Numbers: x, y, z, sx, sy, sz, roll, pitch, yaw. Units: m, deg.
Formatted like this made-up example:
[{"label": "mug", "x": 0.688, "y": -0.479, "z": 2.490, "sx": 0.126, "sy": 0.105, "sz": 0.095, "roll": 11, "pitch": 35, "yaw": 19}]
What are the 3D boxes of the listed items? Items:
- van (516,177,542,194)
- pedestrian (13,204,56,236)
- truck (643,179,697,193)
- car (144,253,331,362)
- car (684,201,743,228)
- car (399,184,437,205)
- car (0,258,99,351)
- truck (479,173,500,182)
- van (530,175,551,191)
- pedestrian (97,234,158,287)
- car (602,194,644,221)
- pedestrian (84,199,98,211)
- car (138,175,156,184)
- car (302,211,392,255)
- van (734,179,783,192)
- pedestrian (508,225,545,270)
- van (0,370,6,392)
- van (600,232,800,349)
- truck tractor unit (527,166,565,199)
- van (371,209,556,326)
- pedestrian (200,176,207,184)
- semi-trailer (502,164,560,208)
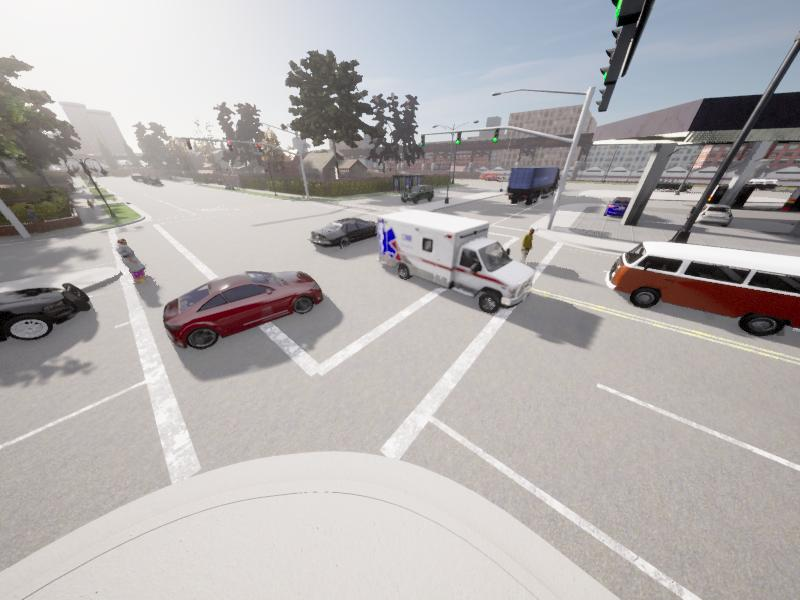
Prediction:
[{"label": "van", "x": 24.013, "y": -21.267, "z": 42.813, "sx": 2.351, "sy": 2.431, "sz": 6.366, "roll": 22, "pitch": 37, "yaw": 34}, {"label": "pedestrian", "x": -24.546, "y": -5.410, "z": 15.577, "sx": 0.751, "sy": 1.860, "sz": 0.751, "roll": 25, "pitch": 38, "yaw": 36}, {"label": "truck", "x": 51.305, "y": -21.842, "z": 44.139, "sx": 6.274, "sy": 2.098, "sz": 2.390, "roll": 24, "pitch": 38, "yaw": 35}, {"label": "car", "x": -4.670, "y": -0.114, "z": 7.235, "sx": 4.181, "sy": 1.385, "sz": 1.994, "roll": -23, "pitch": 37, "yaw": -34}, {"label": "car", "x": 25.999, "y": -7.245, "z": 19.370, "sx": 1.970, "sy": 1.475, "sz": 3.806, "roll": 23, "pitch": 37, "yaw": 34}, {"label": "car", "x": 2.479, "y": -14.378, "z": 31.262, "sx": 2.150, "sy": 2.045, "sz": 5.566, "roll": 23, "pitch": 37, "yaw": 34}, {"label": "car", "x": -11.825, "y": 0.677, "z": 5.591, "sx": 1.930, "sy": 1.638, "sz": 5.238, "roll": 22, "pitch": 37, "yaw": 33}, {"label": "truck", "x": 29.258, "y": -40.207, "z": 75.589, "sx": 5.204, "sy": 2.467, "sz": 2.627, "roll": 23, "pitch": 37, "yaw": 33}, {"label": "van", "x": 29.478, "y": -24.611, "z": 48.497, "sx": 1.988, "sy": 2.561, "sz": 5.915, "roll": 22, "pitch": 37, "yaw": 34}, {"label": "pedestrian", "x": -10.747, "y": -1.567, "z": 9.211, "sx": 0.751, "sy": 1.860, "sz": 0.751, "roll": -16, "pitch": 34, "yaw": -25}, {"label": "car", "x": 21.088, "y": -8.924, "z": 21.955, "sx": 2.242, "sy": 1.667, "sz": 4.611, "roll": 23, "pitch": 37, "yaw": 34}, {"label": "pedestrian", "x": -32.522, "y": -10.005, "z": 24.295, "sx": 0.500, "sy": 1.100, "sz": 0.500, "roll": 23, "pitch": 37, "yaw": 34}, {"label": "car", "x": -71.085, "y": -33.825, "z": 64.815, "sx": 5.566, "sy": 2.045, "sz": 2.150, "roll": 23, "pitch": 37, "yaw": 33}, {"label": "car", "x": -3.083, "y": -4.464, "z": 14.743, "sx": 2.033, "sy": 1.411, "sz": 5.357, "roll": 22, "pitch": 37, "yaw": 34}, {"label": "van", "x": 70.694, "y": -22.711, "z": 45.704, "sx": 4.480, "sy": 2.038, "sz": 2.069, "roll": 24, "pitch": 37, "yaw": 35}, {"label": "pedestrian", "x": 5.804, "y": -2.419, "z": 10.687, "sx": 0.751, "sy": 1.860, "sz": 0.751, "roll": -10, "pitch": 31, "yaw": -16}, {"label": "van", "x": -9.807, "y": 2.057, "z": 2.804, "sx": 2.069, "sy": 2.038, "sz": 4.480, "roll": 22, "pitch": 37, "yaw": 34}, {"label": "van", "x": 9.670, "y": -0.596, "z": 7.398, "sx": 4.480, "sy": 2.038, "sz": 2.069, "roll": 21, "pitch": 36, "yaw": 32}, {"label": "truck tractor unit", "x": 23.374, "y": -18.918, "z": 36.953, "sx": 3.053, "sy": 4.208, "sz": 6.516, "roll": 22, "pitch": 37, "yaw": 34}, {"label": "van", "x": 1.841, "y": -1.823, "z": 9.136, "sx": 2.351, "sy": 2.431, "sz": 6.366, "roll": -26, "pitch": 39, "yaw": -37}, {"label": "pedestrian", "x": -52.501, "y": -32.043, "z": 61.692, "sx": 0.751, "sy": 1.860, "sz": 0.751, "roll": 21, "pitch": 36, "yaw": 32}, {"label": "semi-trailer", "x": 18.330, "y": -15.955, "z": 31.623, "sx": 2.717, "sy": 4.402, "sz": 14.254, "roll": 22, "pitch": 37, "yaw": 34}]
